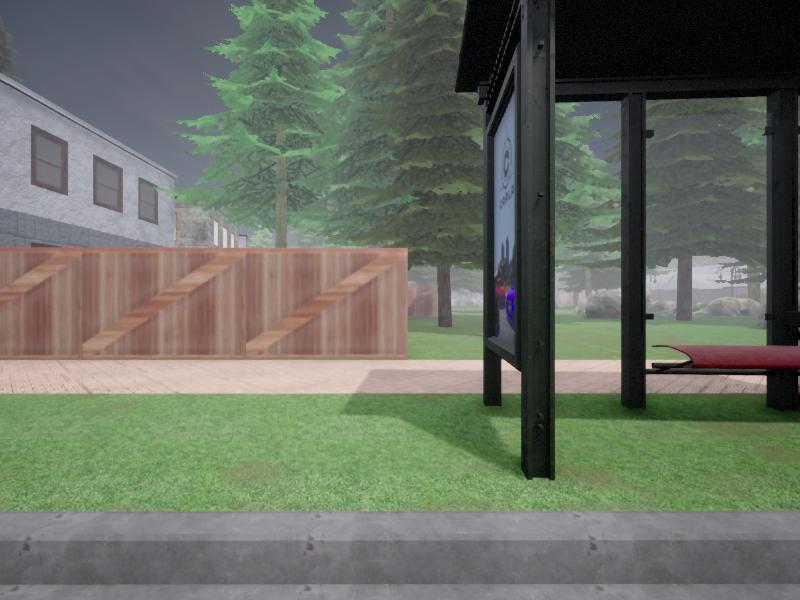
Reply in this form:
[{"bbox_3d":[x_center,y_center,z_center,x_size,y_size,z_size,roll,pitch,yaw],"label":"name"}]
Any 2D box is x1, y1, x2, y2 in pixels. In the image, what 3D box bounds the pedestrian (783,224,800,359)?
[{"bbox_3d":[5.876,-0.115,5.383,0.751,1.860,0.751,0,0,10],"label":"pedestrian"}]
